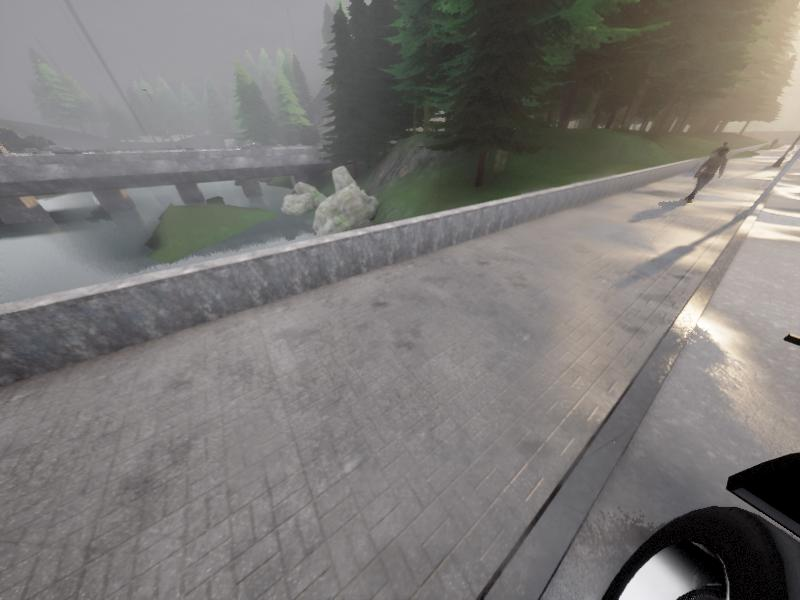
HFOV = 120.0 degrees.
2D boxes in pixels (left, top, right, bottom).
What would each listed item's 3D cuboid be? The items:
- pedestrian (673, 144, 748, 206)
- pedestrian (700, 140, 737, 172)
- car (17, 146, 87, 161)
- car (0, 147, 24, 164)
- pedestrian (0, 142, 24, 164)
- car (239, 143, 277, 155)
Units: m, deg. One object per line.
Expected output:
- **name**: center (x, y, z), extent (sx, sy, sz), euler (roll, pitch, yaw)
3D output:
- **pedestrian**: center (11.172, -4.541, 8.426), extent (0.751, 1.860, 0.751), euler (23, 41, 29)
- **pedestrian**: center (22.547, -10.207, 16.374), extent (0.751, 1.860, 0.751), euler (-26, 43, -32)
- **car**: center (-45.044, -19.123, 30.121), extent (4.674, 1.442, 1.812), euler (-22, 40, -28)
- **car**: center (-46.274, -15.900, 25.489), extent (4.514, 1.525, 2.007), euler (-22, 41, -28)
- **pedestrian**: center (-41.069, -15.368, 24.182), extent (0.751, 1.860, 0.751), euler (-11, 37, -15)
- **car**: center (-23.560, -25.150, 38.463), extent (4.892, 1.490, 1.837), euler (-22, 41, -27)
